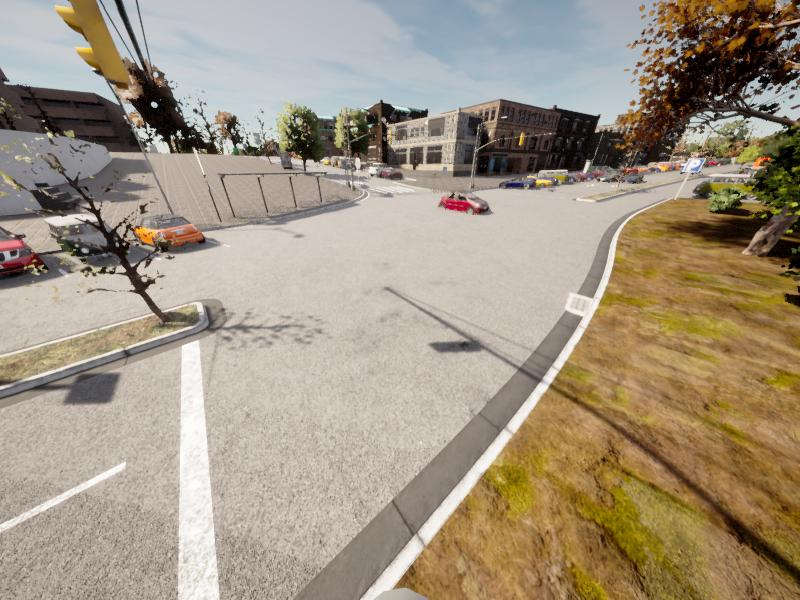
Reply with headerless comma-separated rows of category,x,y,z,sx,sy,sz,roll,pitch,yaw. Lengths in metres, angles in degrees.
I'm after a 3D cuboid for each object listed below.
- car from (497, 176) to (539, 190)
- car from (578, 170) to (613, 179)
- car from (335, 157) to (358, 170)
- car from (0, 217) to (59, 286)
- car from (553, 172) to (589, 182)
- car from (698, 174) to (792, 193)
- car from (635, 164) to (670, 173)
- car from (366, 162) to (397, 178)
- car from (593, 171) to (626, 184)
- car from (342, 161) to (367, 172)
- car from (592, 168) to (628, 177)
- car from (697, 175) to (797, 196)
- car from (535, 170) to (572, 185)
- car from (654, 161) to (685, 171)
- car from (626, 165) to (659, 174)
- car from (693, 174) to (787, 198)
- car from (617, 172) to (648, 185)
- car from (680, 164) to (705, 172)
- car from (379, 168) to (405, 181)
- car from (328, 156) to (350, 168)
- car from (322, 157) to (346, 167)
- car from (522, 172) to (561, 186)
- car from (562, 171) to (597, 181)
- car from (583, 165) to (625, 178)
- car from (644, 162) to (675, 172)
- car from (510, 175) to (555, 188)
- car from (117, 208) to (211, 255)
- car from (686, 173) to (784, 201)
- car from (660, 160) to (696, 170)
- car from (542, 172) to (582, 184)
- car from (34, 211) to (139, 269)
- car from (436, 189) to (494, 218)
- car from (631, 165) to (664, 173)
car,16.543,-16.502,32.563,4.792,1.488,2.163,18,36,31
car,36.781,-23.674,43.552,4.674,1.452,2.002,20,37,33
car,-10.866,-27.919,47.185,1.878,1.987,4.442,21,37,23
car,-18.453,-2.226,10.271,5.566,2.045,2.435,15,34,27
car,29.144,-21.005,39.471,4.674,1.452,2.002,19,37,32
car,37.900,-13.039,25.682,5.366,1.575,1.946,21,38,31
car,60.044,-31.365,55.174,5.366,1.575,1.946,22,38,35
car,-3.124,-22.424,39.795,2.435,2.045,5.566,21,37,23
car,33.499,-19.630,36.968,4.902,1.511,2.128,-20,35,-27
car,-8.914,-26.385,45.522,2.231,1.521,4.892,21,37,23
car,41.921,-25.455,46.197,5.008,1.535,2.097,20,37,33
car,35.730,-12.037,24.127,5.366,1.575,1.946,21,37,31
car,24.186,-19.390,36.497,4.442,1.987,1.878,19,36,31
car,68.170,-33.897,58.556,4.442,1.987,1.878,22,38,35
car,54.944,-29.664,52.587,4.892,1.521,2.231,22,38,35
car,33.092,-11.306,22.797,4.553,1.767,2.185,20,37,31
car,34.957,-18.327,34.683,4.193,1.474,1.816,-20,35,-27
car,69.089,-31.205,54.561,5.357,1.411,2.033,-17,34,-24
car,-1.231,-20.775,38.067,2.002,1.452,4.674,21,37,23
car,-12.791,-29.317,49.059,1.878,1.987,4.442,21,37,23
car,-14.577,-30.665,51.280,1.946,1.575,5.366,21,37,23
car,21.562,-18.424,35.211,4.553,1.767,2.185,19,36,31
car,31.680,-21.906,40.851,4.674,1.452,2.002,19,36,32
car,39.365,-24.796,44.732,5.566,2.045,2.435,20,37,33
car,62.903,-32.281,56.119,4.442,1.987,1.878,22,38,35
car,19.246,-17.332,33.735,5.366,1.575,1.946,18,36,31
car,-13.789,-4.164,13.541,4.553,1.767,2.185,15,35,27
car,30.571,-10.506,21.390,4.442,1.987,1.878,20,38,31
car,73.317,-35.569,61.045,5.566,2.045,2.435,22,38,36
car,26.611,-20.140,38.075,4.892,1.521,2.231,19,36,32
car,-16.054,-3.211,11.856,4.442,1.987,1.878,15,34,27
car,5.031,-7.793,18.407,1.851,1.617,3.988,-24,37,-35
car,57.558,-30.497,53.847,5.008,1.535,2.097,22,37,35
